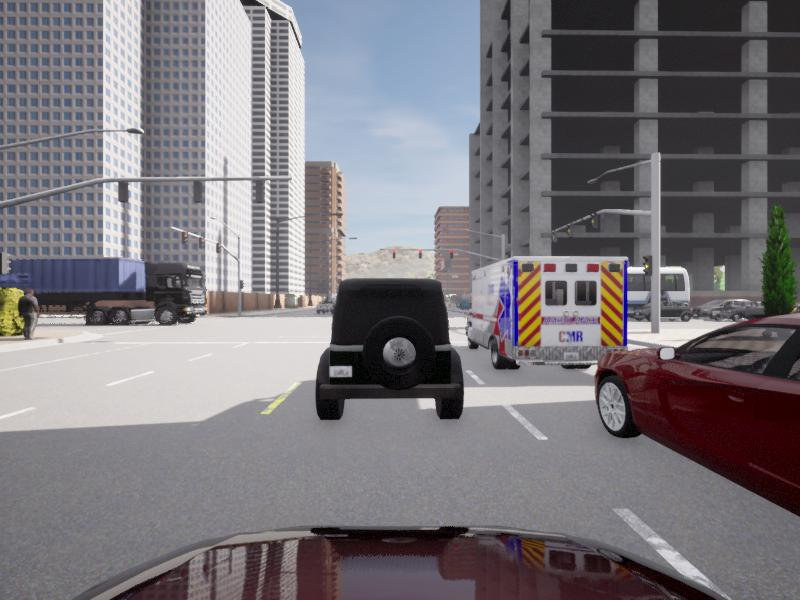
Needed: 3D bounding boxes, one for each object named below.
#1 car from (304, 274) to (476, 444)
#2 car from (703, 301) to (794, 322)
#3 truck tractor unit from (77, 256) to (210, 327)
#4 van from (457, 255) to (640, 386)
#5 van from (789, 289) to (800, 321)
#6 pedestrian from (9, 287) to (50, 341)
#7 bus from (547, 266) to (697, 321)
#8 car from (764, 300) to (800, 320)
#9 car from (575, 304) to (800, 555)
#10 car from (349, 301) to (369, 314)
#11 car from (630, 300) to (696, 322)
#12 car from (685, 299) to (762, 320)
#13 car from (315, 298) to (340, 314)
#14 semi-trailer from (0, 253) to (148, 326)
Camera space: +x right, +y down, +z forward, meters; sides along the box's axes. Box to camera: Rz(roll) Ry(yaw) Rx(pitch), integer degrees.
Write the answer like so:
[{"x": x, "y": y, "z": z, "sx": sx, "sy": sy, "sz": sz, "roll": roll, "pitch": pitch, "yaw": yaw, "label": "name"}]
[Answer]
[{"x": -0.157, "y": 0.646, "z": 6.375, "sx": 1.905, "sy": 1.878, "sz": 3.866, "roll": 0, "pitch": 0, "yaw": -2, "label": "car"}, {"x": 25.877, "y": 0.836, "z": 29.830, "sx": 4.902, "sy": 1.511, "sz": 2.128, "roll": 0, "pitch": 0, "yaw": -1, "label": "car"}, {"x": -16.150, "y": -0.523, "z": 25.568, "sx": 6.516, "sy": 4.208, "sz": 3.053, "roll": 0, "pitch": 0, "yaw": -1, "label": "truck tractor unit"}, {"x": 3.229, "y": 0.378, "z": 10.624, "sx": 2.351, "sy": 2.431, "sz": 6.366, "roll": 0, "pitch": 0, "yaw": -2, "label": "van"}, {"x": 33.479, "y": 0.378, "z": 29.976, "sx": 6.366, "sy": 2.431, "sz": 2.351, "roll": 0, "pitch": 0, "yaw": -1, "label": "van"}, {"x": -13.168, "y": 0.485, "z": 14.233, "sx": 0.751, "sy": 1.860, "sz": 0.751, "roll": 0, "pitch": 0, "yaw": 11, "label": "pedestrian"}, {"x": 18.010, "y": -0.535, "z": 33.064, "sx": 10.273, "sy": 4.253, "sz": 3.944, "roll": 0, "pitch": 0, "yaw": -1, "label": "bus"}, {"x": 33.950, "y": 0.801, "z": 33.484, "sx": 5.366, "sy": 1.575, "sz": 1.801, "roll": 0, "pitch": 0, "yaw": -1, "label": "car"}, {"x": 3.422, "y": 0.823, "z": 3.069, "sx": 1.882, "sy": 1.535, "sz": 5.008, "roll": 0, "pitch": 0, "yaw": -1, "label": "car"}, {"x": -4.857, "y": 0.853, "z": 47.801, "sx": 1.970, "sy": 1.475, "sz": 3.806, "roll": 0, "pitch": 0, "yaw": 0, "label": "car"}, {"x": 19.451, "y": 0.815, "z": 29.711, "sx": 3.705, "sy": 1.549, "sz": 1.789, "roll": 0, "pitch": 0, "yaw": -1, "label": "car"}, {"x": 26.870, "y": 0.756, "z": 33.351, "sx": 4.611, "sy": 1.667, "sz": 2.242, "roll": 0, "pitch": 0, "yaw": -1, "label": "car"}, {"x": -8.316, "y": 0.652, "z": 46.420, "sx": 1.932, "sy": 1.855, "sz": 4.605, "roll": 0, "pitch": 0, "yaw": 1, "label": "car"}, {"x": -24.065, "y": -0.618, "z": 25.561, "sx": 14.254, "sy": 4.402, "sz": 2.717, "roll": 0, "pitch": 0, "yaw": 0, "label": "semi-trailer"}]
